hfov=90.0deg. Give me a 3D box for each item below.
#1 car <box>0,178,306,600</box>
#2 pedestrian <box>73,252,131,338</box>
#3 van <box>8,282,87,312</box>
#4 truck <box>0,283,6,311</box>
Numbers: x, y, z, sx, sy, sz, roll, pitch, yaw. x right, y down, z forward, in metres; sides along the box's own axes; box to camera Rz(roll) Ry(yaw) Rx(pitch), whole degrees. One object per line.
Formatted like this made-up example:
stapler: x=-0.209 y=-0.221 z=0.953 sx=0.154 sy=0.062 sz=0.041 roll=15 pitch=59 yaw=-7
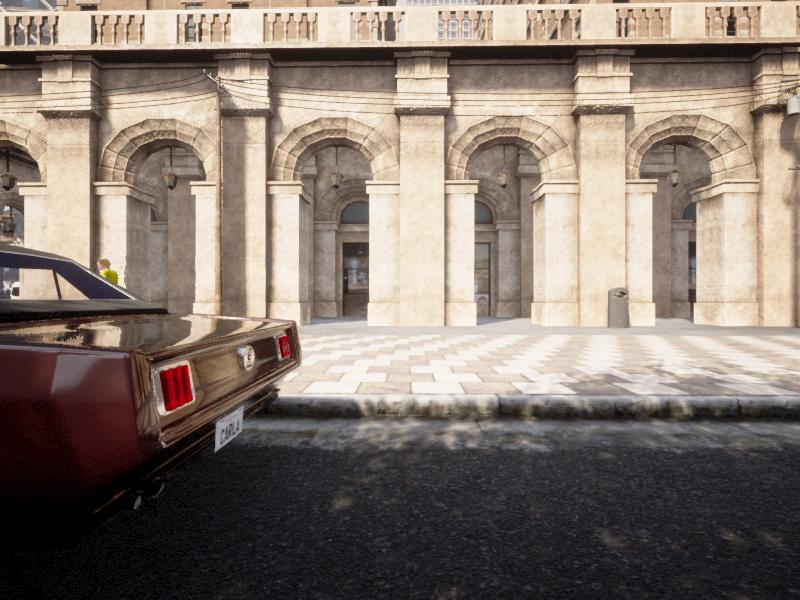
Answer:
car: x=-3.058 y=0.338 z=2.008 sx=4.718 sy=1.301 sz=1.895 roll=0 pitch=0 yaw=1
pedestrian: x=-6.720 y=-0.115 z=9.070 sx=0.751 sy=1.860 sz=0.751 roll=0 pitch=0 yaw=2
van: x=-32.401 y=-0.278 z=37.096 sx=1.988 sy=2.561 sz=5.915 roll=0 pitch=0 yaw=1
truck: x=-36.013 y=-0.243 z=32.580 sx=2.627 sy=2.467 sz=5.204 roll=0 pitch=0 yaw=1
